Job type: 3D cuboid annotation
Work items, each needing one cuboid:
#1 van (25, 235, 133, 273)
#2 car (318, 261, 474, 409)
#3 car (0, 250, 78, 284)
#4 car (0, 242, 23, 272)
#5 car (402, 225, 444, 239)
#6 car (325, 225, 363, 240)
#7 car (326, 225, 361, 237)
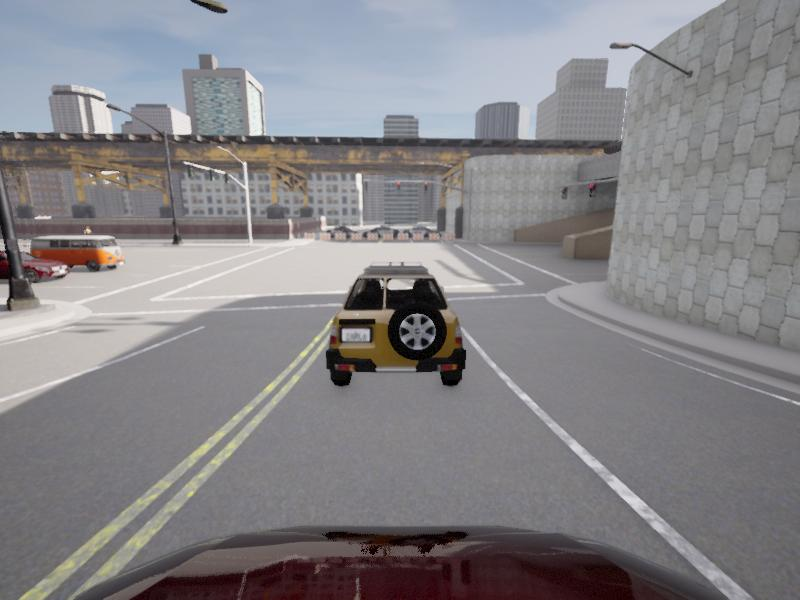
[{"bbox_3d":[-18.207,-2.671,22.850,4.442,1.987,1.775,0,12,0],"label":"van"},{"bbox_3d":[-0.069,0.236,7.323,1.932,1.855,4.605,0,6,0],"label":"car"},{"bbox_3d":[-18.785,-1.629,19.383,4.674,1.442,1.812,0,12,-1],"label":"car"},{"bbox_3d":[-24.421,-2.471,22.888,3.705,1.549,1.789,0,12,0],"label":"car"},{"bbox_3d":[2.890,-8.694,51.232,4.974,1.542,2.038,7,14,28],"label":"car"},{"bbox_3d":[-7.083,-8.536,50.429,4.974,1.542,2.038,12,17,42],"label":"car"},{"bbox_3d":[-7.121,-8.698,50.430,4.536,1.218,1.853,12,17,42],"label":"car"}]
